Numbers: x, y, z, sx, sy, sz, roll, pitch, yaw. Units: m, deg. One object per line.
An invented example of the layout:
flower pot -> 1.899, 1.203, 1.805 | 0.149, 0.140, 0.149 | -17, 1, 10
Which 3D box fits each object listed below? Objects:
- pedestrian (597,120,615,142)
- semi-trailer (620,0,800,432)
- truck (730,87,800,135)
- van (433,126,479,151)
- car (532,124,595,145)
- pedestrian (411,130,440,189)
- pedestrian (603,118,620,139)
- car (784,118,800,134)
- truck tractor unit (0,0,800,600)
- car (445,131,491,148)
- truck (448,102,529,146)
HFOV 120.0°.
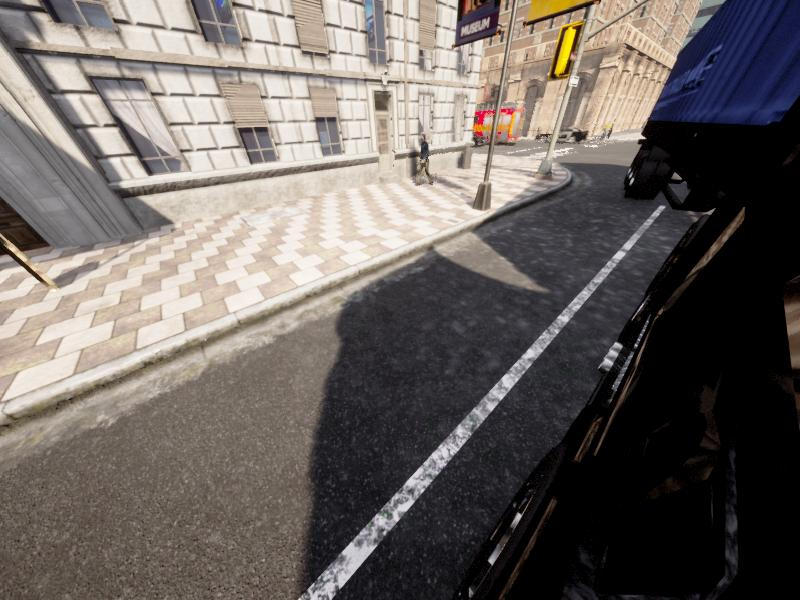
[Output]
pedestrian -> 22.375, -18.313, 25.101 | 0.751, 1.860, 0.751 | 28, 46, 34
semi-trailer -> 7.689, -4.149, 5.011 | 2.717, 4.402, 14.254 | 23, 44, 30
truck -> 41.743, -21.455, 26.476 | 8.468, 3.827, 2.891 | -29, 44, -30
van -> 5.824, -17.275, 24.694 | 1.775, 1.987, 4.442 | -29, 44, -30
car -> 18.140, -18.600, 25.974 | 1.930, 1.638, 5.238 | -29, 44, -30
pedestrian -> 0.971, -5.526, 9.116 | 0.751, 1.860, 0.751 | -20, 40, -22
pedestrian -> 23.932, -19.387, 26.182 | 0.751, 1.860, 0.751 | 21, 43, 28
car -> 43.619, -18.672, 24.752 | 4.718, 1.301, 1.895 | -29, 44, -30
truck tractor unit -> 2.645, -0.295, 0.351 | 6.516, 4.208, 3.053 | -28, 44, -30
car -> 7.867, -18.937, 27.195 | 1.837, 1.490, 4.892 | -29, 44, -30
truck -> 10.374, -21.381, 28.356 | 2.891, 3.827, 8.468 | -29, 44, -31
